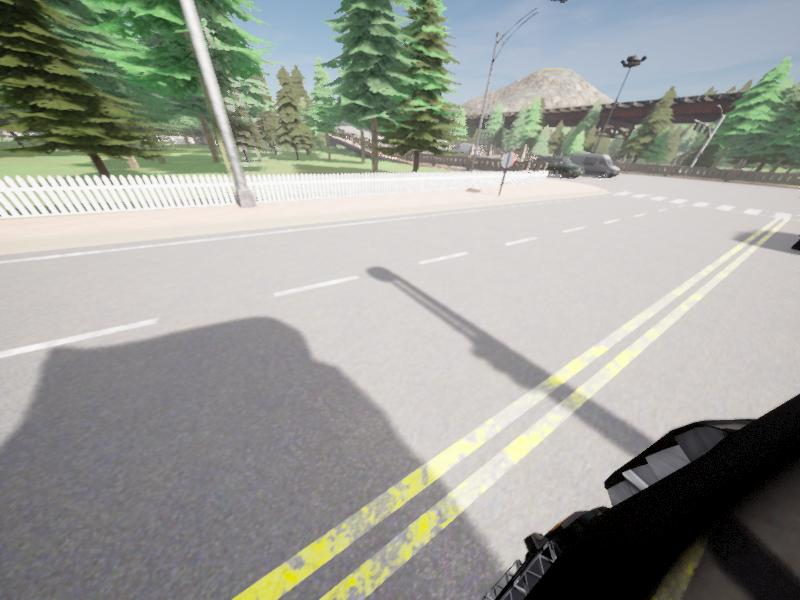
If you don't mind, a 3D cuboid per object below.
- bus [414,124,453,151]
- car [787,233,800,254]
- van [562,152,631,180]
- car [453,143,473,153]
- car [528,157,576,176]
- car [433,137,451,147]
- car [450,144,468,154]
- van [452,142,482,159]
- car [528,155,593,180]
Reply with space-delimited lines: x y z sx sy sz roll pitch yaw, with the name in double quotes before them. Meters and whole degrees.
"bus" 8.426 -42.229 59.972 3.944 4.253 10.273 -17 46 -28
"car" 14.493 -2.286 6.934 4.553 1.767 2.097 -16 38 -26
"van" 24.835 -17.217 29.579 1.988 2.561 5.915 -18 39 -28
"car" 16.669 -40.366 61.345 2.163 1.488 4.792 -17 46 -28
"car" 19.990 -17.726 30.554 1.932 1.855 4.605 -17 38 -28
"car" 12.113 -45.532 66.731 1.801 1.575 5.366 -17 46 -28
"car" 14.772 -38.248 58.454 1.816 1.474 4.193 -17 45 -28
"van" 15.184 -34.072 52.530 2.351 2.431 6.366 -17 44 -28
"car" 18.419 -15.477 26.896 2.150 2.045 5.566 -16 38 -26
